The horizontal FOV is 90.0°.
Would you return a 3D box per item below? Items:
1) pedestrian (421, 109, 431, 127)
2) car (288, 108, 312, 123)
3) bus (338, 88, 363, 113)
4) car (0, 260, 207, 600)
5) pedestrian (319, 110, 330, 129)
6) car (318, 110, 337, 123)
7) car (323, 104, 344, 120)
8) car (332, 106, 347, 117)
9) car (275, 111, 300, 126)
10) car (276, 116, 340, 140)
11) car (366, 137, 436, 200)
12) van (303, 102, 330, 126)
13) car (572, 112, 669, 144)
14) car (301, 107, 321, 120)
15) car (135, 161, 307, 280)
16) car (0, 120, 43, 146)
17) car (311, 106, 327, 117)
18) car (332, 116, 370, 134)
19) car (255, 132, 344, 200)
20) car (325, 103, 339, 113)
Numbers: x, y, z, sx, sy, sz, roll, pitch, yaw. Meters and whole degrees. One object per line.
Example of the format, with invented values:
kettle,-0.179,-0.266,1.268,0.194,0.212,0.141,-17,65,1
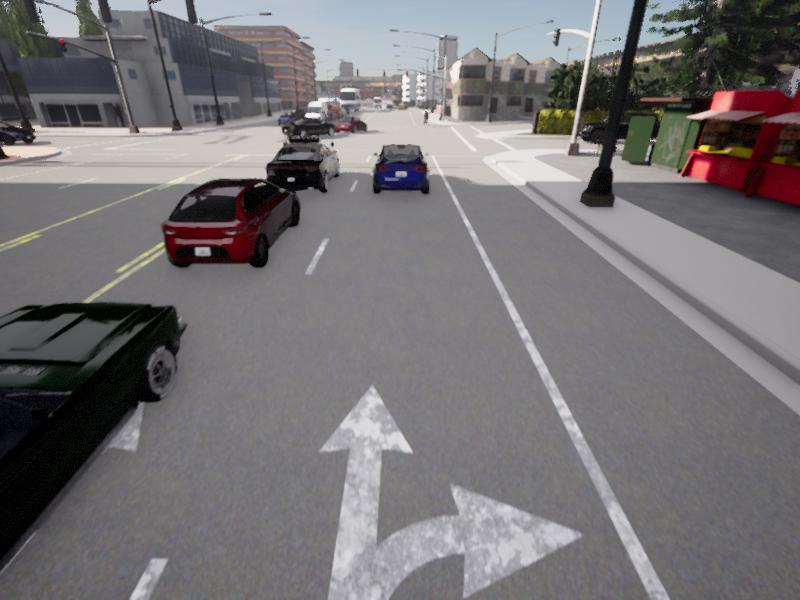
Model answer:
pedestrian,3.047,-21.454,47.159,0.751,1.860,0.751,-12,29,-23
car,-13.806,-25.700,55.714,1.930,1.638,5.238,0,27,0
bus,-10.107,-41.422,82.954,3.944,4.253,10.273,0,27,0
car,-3.493,1.190,2.864,1.895,1.301,4.718,0,27,0
pedestrian,-7.995,-19.135,42.435,0.751,1.860,0.751,-18,32,-32
car,-10.231,-26.026,56.583,1.812,1.442,4.674,1,27,0
car,-10.287,-29.366,62.370,2.150,2.045,5.566,0,28,0
car,-10.280,-32.305,68.594,1.812,1.442,4.674,0,28,0
car,-13.837,-22.483,49.529,1.816,1.474,4.193,0,27,0
car,-7.584,-14.498,33.544,1.882,1.535,5.008,19,32,33
car,0.046,-4.998,14.770,2.163,1.488,4.792,0,27,0
van,-10.322,-23.273,49.938,1.988,2.561,5.915,0,27,0
car,16.171,-12.751,29.638,5.566,2.045,2.150,0,26,0
car,-13.798,-29.017,62.225,1.882,1.535,5.008,0,28,0
car,-3.478,-1.972,8.824,1.816,1.474,4.193,0,27,0
car,-27.200,-11.286,26.976,4.193,1.474,1.816,0,26,0
car,-13.783,-32.208,68.331,1.837,1.490,4.892,0,28,0
car,-4.688,-17.042,38.869,1.994,1.385,4.181,9,28,16
car,-3.444,-5.173,14.915,1.930,1.638,5.238,0,27,0
car,-13.740,-38.896,80.963,1.882,1.535,5.008,0,27,0
